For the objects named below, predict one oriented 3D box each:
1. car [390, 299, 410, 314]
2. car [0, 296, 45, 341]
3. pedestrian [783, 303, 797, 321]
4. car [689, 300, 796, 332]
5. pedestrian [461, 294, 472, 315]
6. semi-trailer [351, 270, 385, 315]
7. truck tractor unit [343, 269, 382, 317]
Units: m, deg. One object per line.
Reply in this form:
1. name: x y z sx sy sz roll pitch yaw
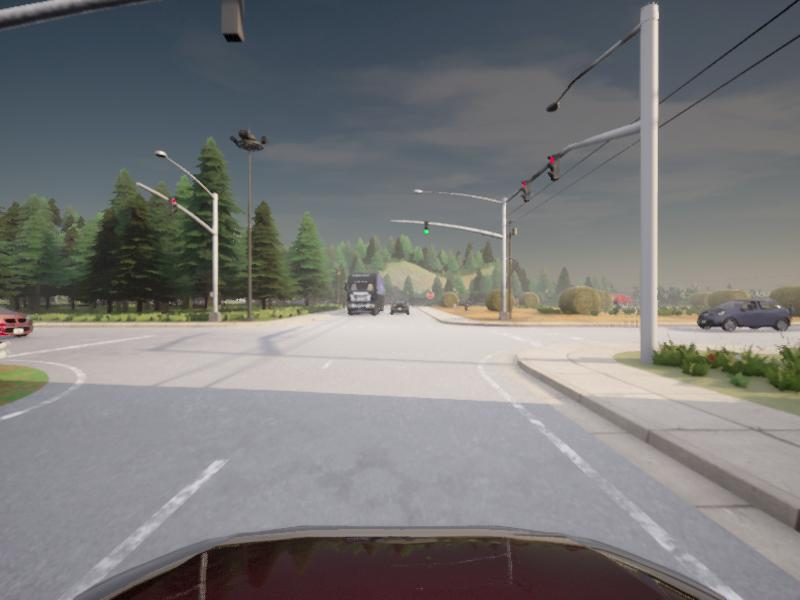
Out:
1. car: -0.003 0.710 43.549 2.038 1.542 4.974 0 0 0
2. car: -17.007 0.688 15.428 4.611 1.667 2.242 0 0 -1
3. pedestrian: 25.035 0.770 25.686 0.500 1.100 0.500 0 0 -17
4. car: 16.607 0.743 19.531 3.633 1.501 1.845 0 0 -1
5. pedestrian: 5.773 0.375 34.775 0.751 1.860 0.751 0 0 -11
6. semi-trailer: -3.373 -0.741 46.351 2.717 4.402 14.254 0 0 0
7. truck tractor unit: -3.440 -0.625 38.440 3.053 4.208 6.516 0 0 1
